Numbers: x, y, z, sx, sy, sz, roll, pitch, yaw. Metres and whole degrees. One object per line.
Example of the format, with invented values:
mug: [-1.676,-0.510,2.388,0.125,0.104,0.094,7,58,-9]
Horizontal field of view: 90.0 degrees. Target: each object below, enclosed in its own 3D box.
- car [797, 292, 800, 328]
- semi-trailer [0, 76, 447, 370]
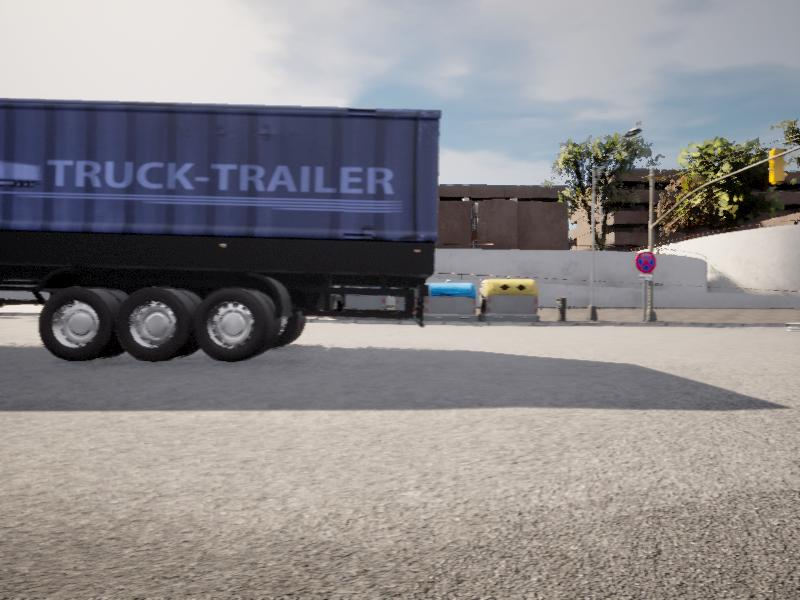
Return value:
car: [19.335,0.416,15.420,1.946,1.575,5.366,1,-2,-20]
semi-trailer: [-6.445,-1.275,7.558,14.254,4.402,2.717,1,0,0]
